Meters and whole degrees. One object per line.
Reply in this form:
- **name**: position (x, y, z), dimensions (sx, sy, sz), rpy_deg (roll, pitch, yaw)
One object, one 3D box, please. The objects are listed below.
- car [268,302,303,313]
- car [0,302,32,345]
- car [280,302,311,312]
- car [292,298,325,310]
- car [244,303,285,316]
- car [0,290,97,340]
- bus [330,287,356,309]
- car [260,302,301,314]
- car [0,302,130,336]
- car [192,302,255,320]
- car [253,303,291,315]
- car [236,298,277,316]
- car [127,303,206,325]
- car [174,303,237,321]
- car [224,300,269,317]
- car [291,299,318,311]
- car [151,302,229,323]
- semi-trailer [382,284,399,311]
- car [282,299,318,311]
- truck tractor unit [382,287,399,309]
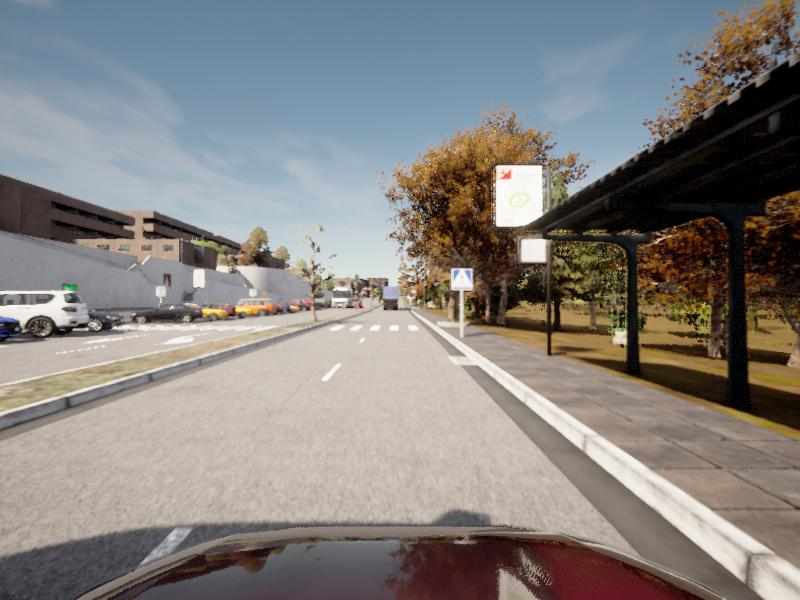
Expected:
- **car**: position (-16.963, 1.128, 59.146), dimensions (4.792, 1.488, 2.163), rpy_deg (-1, 0, -20)
- **car**: position (-16.931, 0.866, 14.387), dimensions (5.008, 1.535, 2.097), rpy_deg (-1, 0, -20)
- **car**: position (-16.995, 1.121, 65.103), dimensions (4.674, 1.452, 2.002), rpy_deg (-1, 1, -20)
- **car**: position (-16.991, 0.780, 74.069), dimensions (5.566, 2.045, 2.435), rpy_deg (-1, 0, -20)
- **car**: position (-16.972, 1.129, 50.177), dimensions (4.674, 1.452, 2.002), rpy_deg (-1, 0, -20)
- **car**: position (-16.958, 0.625, 17.352), dimensions (5.566, 2.045, 2.435), rpy_deg (-1, 0, -20)
- **bus**: position (-11.834, -0.395, 84.154), dimensions (3.944, 4.253, 10.273), rpy_deg (0, 0, 0)
- **car**: position (-16.814, 1.095, 56.219), dimensions (5.366, 1.575, 1.946), rpy_deg (-1, 0, -20)
- **car**: position (-16.943, 0.891, 20.353), dimensions (4.892, 1.521, 2.231), rpy_deg (-1, -1, -20)
- **car**: position (-16.786, 1.009, 38.308), dimensions (5.366, 1.575, 1.946), rpy_deg (-1, -1, -20)
- **car**: position (-17.008, 1.129, 53.149), dimensions (4.792, 1.488, 2.163), rpy_deg (-1, 0, -20)
- **car**: position (-16.868, 0.851, 47.246), dimensions (4.442, 1.987, 1.878), rpy_deg (-1, -1, -20)
- **car**: position (-16.942, 0.981, 29.293), dimensions (4.674, 1.452, 2.002), rpy_deg (-1, 0, -20)
- **car**: position (-16.982, 1.018, 35.246), dimensions (4.792, 1.488, 2.163), rpy_deg (-1, 0, -20)
- **car**: position (-16.941, 0.933, 44.218), dimensions (4.553, 1.767, 2.185), rpy_deg (-1, 0, -20)
- **car**: position (-16.903, 0.823, 71.116), dimensions (4.442, 1.987, 1.878), rpy_deg (-1, 0, -20)
- **car**: position (-16.778, 0.958, 32.342), dimensions (5.366, 1.575, 1.946), rpy_deg (-1, -1, -20)
- **semi-trailer**: position (-1.746, -0.416, 73.262), dimensions (2.717, 4.402, 14.254), rpy_deg (0, 0, -1)
- **car**: position (-17.033, 0.818, 68.073), dimensions (5.566, 2.045, 2.435), rpy_deg (-1, 1, -20)
- **truck tractor unit**: position (-1.871, -0.368, 81.174), dimensions (3.053, 4.208, 6.516), rpy_deg (0, 1, 1)
